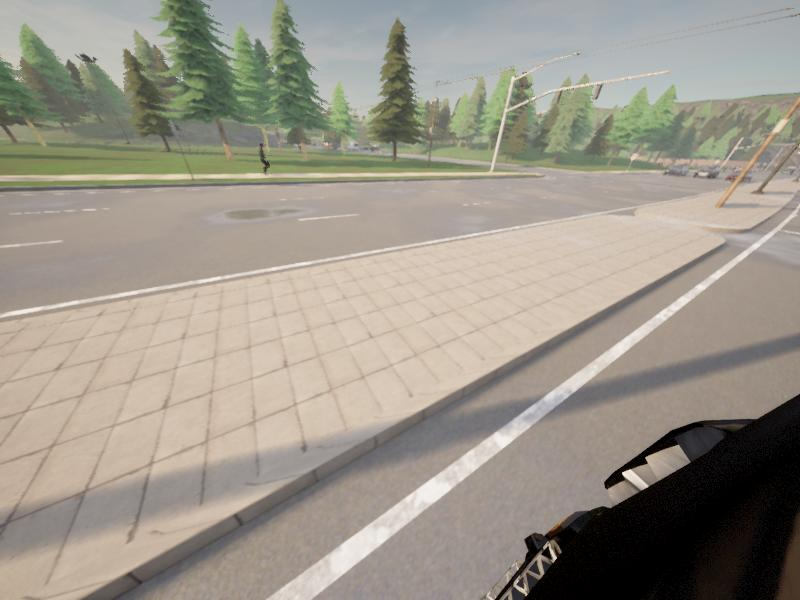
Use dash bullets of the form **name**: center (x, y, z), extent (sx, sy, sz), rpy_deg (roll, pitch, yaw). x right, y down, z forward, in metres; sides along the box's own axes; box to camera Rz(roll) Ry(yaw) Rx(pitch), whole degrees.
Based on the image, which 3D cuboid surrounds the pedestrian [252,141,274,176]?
- **pedestrian**: center (-8.743, -9.053, 14.815), extent (0.751, 1.860, 0.751), rpy_deg (-15, 38, -24)

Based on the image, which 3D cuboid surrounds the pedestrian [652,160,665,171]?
- **pedestrian**: center (51.472, -26.768, 46.023), extent (0.751, 1.860, 0.751), rpy_deg (-15, 38, -25)

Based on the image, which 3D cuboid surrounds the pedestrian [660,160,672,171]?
- **pedestrian**: center (54.828, -27.666, 47.629), extent (0.751, 1.860, 0.751), rpy_deg (-14, 37, -24)

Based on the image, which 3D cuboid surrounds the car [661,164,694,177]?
- **car**: center (46.233, -21.610, 38.526), extent (4.974, 1.542, 2.038), rpy_deg (-16, 38, -26)

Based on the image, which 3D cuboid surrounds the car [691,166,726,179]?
- **car**: center (48.445, -20.056, 36.284), extent (4.856, 1.649, 2.033), rpy_deg (-16, 38, -26)

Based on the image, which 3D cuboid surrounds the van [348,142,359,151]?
- **van**: center (-16.580, -54.525, 81.960), extent (1.988, 2.561, 5.915), rpy_deg (-15, 38, -25)

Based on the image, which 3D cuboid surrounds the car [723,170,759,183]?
- **car**: center (49.196, -17.892, 33.337), extent (4.181, 1.385, 1.994), rpy_deg (-16, 38, -26)
